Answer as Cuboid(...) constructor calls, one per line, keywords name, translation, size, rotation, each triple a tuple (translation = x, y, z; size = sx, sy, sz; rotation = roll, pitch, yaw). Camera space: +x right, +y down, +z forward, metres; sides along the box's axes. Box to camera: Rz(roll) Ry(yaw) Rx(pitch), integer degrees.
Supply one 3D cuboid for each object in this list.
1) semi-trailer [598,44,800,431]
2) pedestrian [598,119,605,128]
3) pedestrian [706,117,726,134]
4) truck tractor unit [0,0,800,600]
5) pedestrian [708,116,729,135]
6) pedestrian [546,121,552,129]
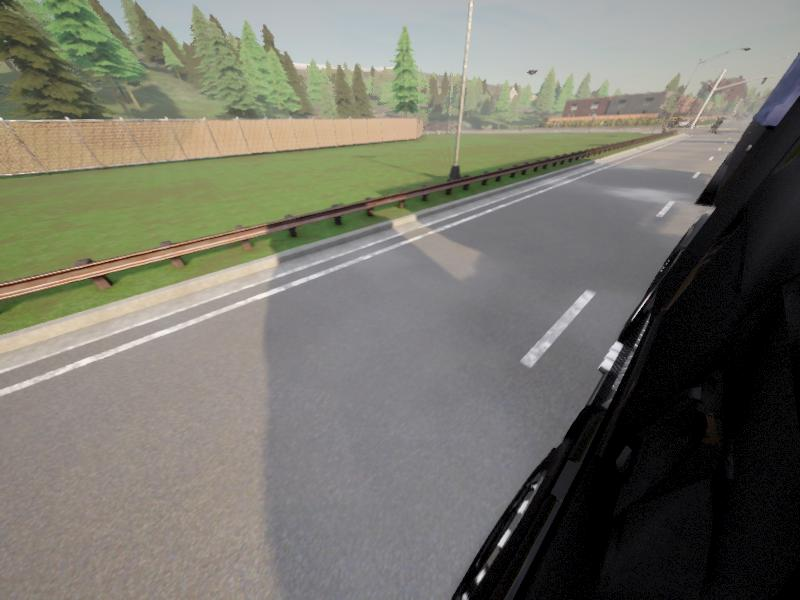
Cuboid(name="semi-trailer", translation=(8.699, -3.585, 4.254), size=(14.254, 4.402, 2.717), rotation=(-28, 44, -30))
Cuboid(name="pedestrian", translation=(55.766, -48.932, 64.003), size=(0.751, 1.860, 0.751), rotation=(-28, 44, -30))
Cuboid(name="pedestrian", translation=(42.260, -23.380, 30.946), size=(0.751, 1.860, 0.751), rotation=(29, 47, 35))
Cuboid(name="truck tractor unit", translation=(2.645, -0.295, 0.351), size=(6.516, 4.208, 3.053), rotation=(-28, 44, -30))
Cuboid(name="pedestrian", translation=(41.389, -22.663, 30.039), size=(0.751, 1.860, 0.751), rotation=(-25, 43, -28))
Cuboid(name="pedestrian", translation=(46.754, -54.974, 72.518), size=(0.751, 1.860, 0.751), rotation=(-26, 43, -28))
